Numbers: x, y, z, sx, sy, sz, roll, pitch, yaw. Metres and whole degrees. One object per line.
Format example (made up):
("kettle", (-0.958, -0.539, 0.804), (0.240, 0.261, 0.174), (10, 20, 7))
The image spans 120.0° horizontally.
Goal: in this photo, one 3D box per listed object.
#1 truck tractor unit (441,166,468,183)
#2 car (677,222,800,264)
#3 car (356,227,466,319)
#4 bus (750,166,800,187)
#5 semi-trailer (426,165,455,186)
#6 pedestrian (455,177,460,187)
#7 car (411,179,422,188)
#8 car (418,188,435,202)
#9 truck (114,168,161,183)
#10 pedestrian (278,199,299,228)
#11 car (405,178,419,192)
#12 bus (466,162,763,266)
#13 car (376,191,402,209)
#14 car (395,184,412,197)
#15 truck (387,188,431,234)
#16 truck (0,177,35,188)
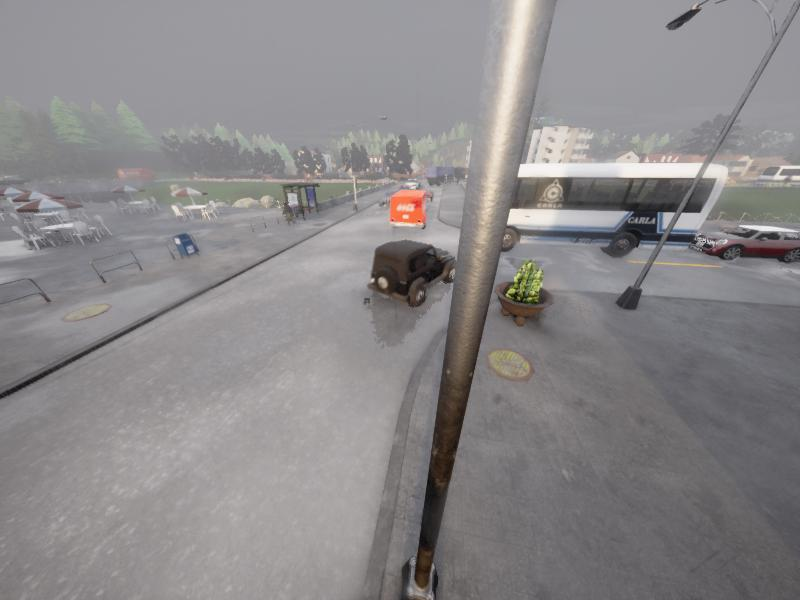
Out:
("truck tractor unit", (15.472, -35.646, 65.703), (6.516, 4.208, 3.053), (-6, 28, -11))
("car", (17.843, -3.017, 11.961), (3.806, 1.475, 1.970), (5, 30, 8))
("car", (0.576, -1.264, 8.512), (1.905, 1.878, 3.866), (21, 36, 33))
("bus", (92.210, -29.047, 54.262), (10.273, 4.253, 3.944), (5, 30, 9))
("semi-trailer", (10.801, -32.852, 60.658), (2.717, 4.402, 14.254), (14, 33, 24))
("pedestrian", (13.091, -26.927, 52.737), (0.751, 1.860, 0.751), (5, 30, 9))
("car", (3.766, -26.581, 52.611), (1.930, 1.638, 5.238), (5, 30, 9))
("car", (3.773, -14.883, 32.694), (1.895, 1.301, 4.718), (5, 30, 9))
("truck", (-80.139, -38.396, 70.884), (2.891, 3.827, 8.468), (5, 30, 9))
("pedestrian", (-8.378, -6.510, 17.372), (0.751, 1.860, 0.751), (20, 36, 31))
("car", (2.423, -22.922, 45.868), (2.150, 2.045, 5.566), (5, 30, 9))
("bus", (9.322, -4.873, 12.401), (10.273, 4.253, 3.944), (5, 30, 8))
("car", (-1.202, -12.320, 28.157), (2.033, 1.411, 5.357), (5, 30, 8))
("car", (0.684, -17.744, 37.420), (2.007, 1.525, 4.514), (5, 30, 9))
("truck", (0.867, -7.141, 18.123), (2.627, 2.467, 5.204), (5, 31, 9))
("truck", (-88.187, -26.324, 51.703), (2.390, 2.098, 6.274), (5, 30, 9))
